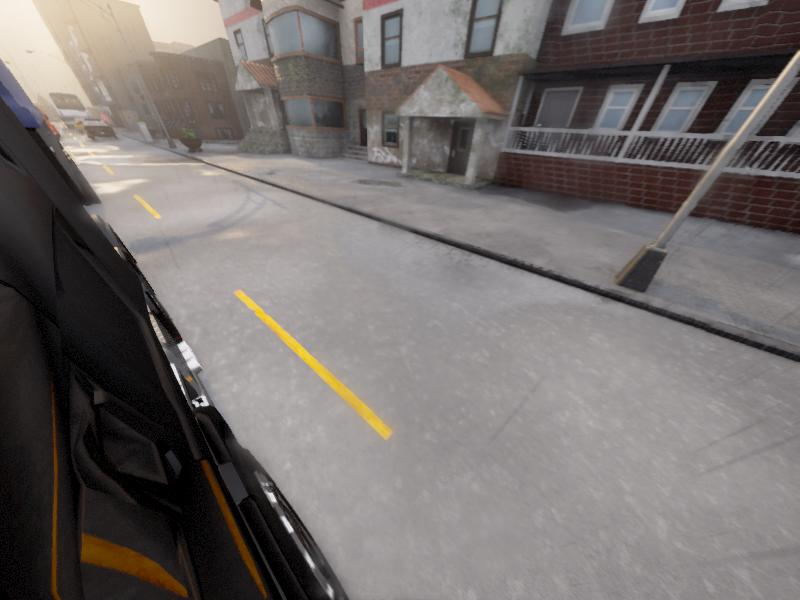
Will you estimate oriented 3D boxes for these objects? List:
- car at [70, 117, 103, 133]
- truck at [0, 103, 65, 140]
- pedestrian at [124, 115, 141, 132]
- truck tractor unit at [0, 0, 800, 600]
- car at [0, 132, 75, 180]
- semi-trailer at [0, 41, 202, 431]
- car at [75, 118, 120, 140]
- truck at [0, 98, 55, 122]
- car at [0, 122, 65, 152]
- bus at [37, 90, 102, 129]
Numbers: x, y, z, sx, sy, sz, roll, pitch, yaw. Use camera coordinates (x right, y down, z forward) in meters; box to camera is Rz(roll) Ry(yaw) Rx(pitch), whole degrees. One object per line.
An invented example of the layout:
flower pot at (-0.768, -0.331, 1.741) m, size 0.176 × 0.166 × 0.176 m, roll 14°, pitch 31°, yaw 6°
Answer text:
car at (-41.865, -23.315, 30.802) m, size 5.008 × 1.535 × 1.882 m, roll 28°, pitch 44°, yaw 30°
truck at (-34.281, -16.494, 21.431) m, size 5.204 × 2.467 × 2.627 m, roll 28°, pitch 43°, yaw 30°
pedestrian at (-37.564, -24.682, 32.407) m, size 0.751 × 1.860 × 0.751 m, roll 28°, pitch 44°, yaw 30°
truck tractor unit at (-2.645, -0.295, 0.352) m, size 6.516 × 4.208 × 3.053 m, roll 28°, pitch 44°, yaw 30°
car at (-16.398, -6.454, 10.135) m, size 4.718 × 1.301 × 1.895 m, roll 28°, pitch 44°, yaw 30°
semi-trailer at (-8.716, -3.596, 4.207) m, size 14.254 × 4.402 × 2.717 m, roll 28°, pitch 44°, yaw 30°
car at (-31.235, -17.671, 23.860) m, size 5.238 × 1.638 × 1.930 m, roll 28°, pitch 44°, yaw 30°
truck at (-84.302, -41.823, 50.897) m, size 2.891 × 3.827 × 8.468 m, roll 28°, pitch 44°, yaw 30°
car at (-25.504, -11.358, 16.036) m, size 4.181 × 1.385 × 1.994 m, roll 28°, pitch 44°, yaw 30°
bus at (-52.485, -30.020, 36.796) m, size 10.273 × 4.253 × 3.944 m, roll 27°, pitch 43°, yaw 31°
